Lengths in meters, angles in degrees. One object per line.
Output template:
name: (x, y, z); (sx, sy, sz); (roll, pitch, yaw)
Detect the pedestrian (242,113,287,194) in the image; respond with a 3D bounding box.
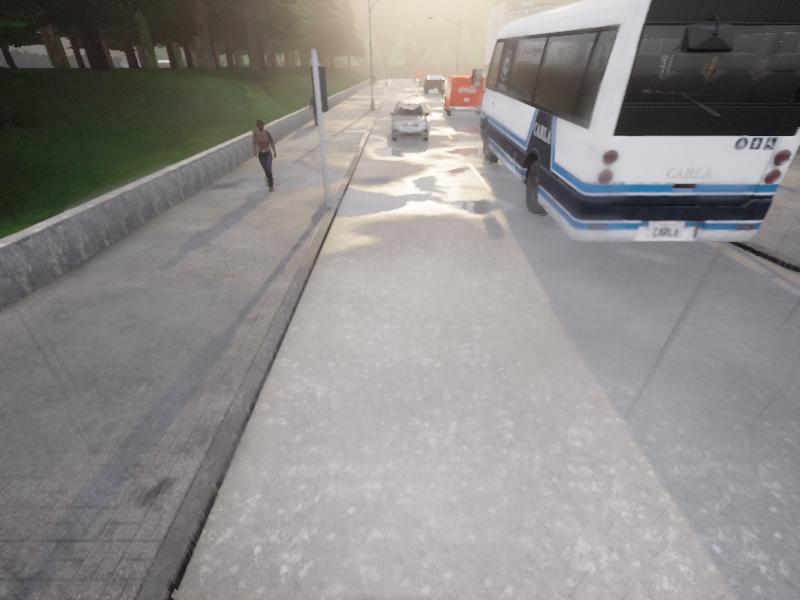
pedestrian: (-3.492, -3.806, 10.421); (0.751, 1.860, 0.751); (-6, 31, -10)

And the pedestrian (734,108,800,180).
pedestrian: (10.827, -4.590, 11.769); (0.751, 1.860, 0.751); (8, 31, 13)

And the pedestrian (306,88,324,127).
pedestrian: (-4.680, -10.644, 22.119); (0.751, 1.860, 0.751); (-4, 31, -7)

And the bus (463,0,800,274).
bus: (4.462, -4.982, 10.344); (3.944, 4.253, 10.273); (0, 32, 0)

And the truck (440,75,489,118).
truck: (4.481, -14.782, 28.865); (2.627, 2.467, 5.204); (0, 31, 0)

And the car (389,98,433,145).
car: (0.438, -8.654, 19.221); (1.851, 1.617, 3.988); (0, 30, -1)

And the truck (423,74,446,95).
truck: (4.360, -27.693, 51.305); (2.390, 2.098, 6.274); (0, 30, 0)

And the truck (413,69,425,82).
truck: (4.395, -51.977, 92.486); (2.627, 2.467, 5.204); (0, 30, 0)
